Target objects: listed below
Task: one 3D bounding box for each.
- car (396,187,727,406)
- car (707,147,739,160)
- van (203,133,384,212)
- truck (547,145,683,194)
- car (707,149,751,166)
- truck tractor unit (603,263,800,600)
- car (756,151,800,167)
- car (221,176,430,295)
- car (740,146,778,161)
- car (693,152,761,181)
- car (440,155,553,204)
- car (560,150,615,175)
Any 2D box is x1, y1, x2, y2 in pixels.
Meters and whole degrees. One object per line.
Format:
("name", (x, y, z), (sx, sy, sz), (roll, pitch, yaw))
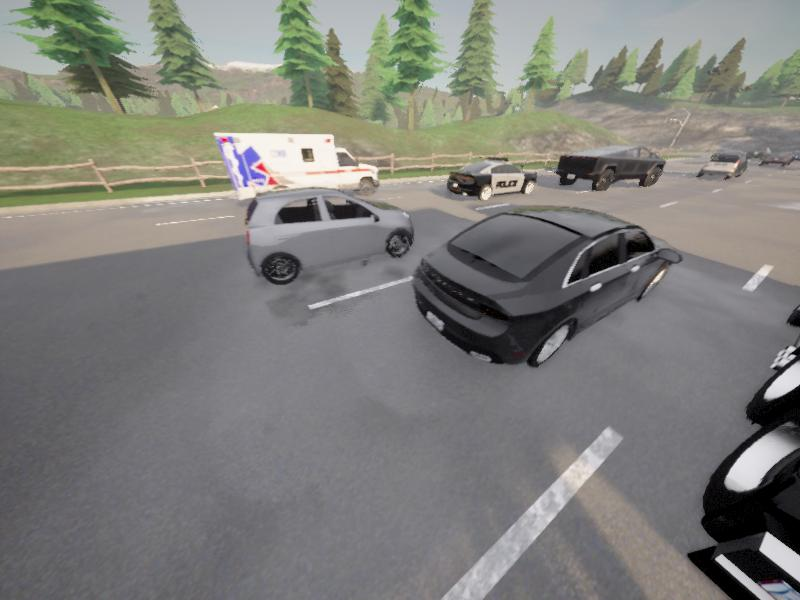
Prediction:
("car", (2.515, -0.641, 3.662), (4.892, 1.490, 1.837), (-18, 39, -25))
("car", (53.258, -24.170, 38.052), (4.514, 1.525, 2.007), (-20, 40, -27))
("van", (-4.102, -5.788, 10.188), (6.366, 2.431, 2.351), (-18, 39, -25))
("truck", (12.304, -7.695, 13.396), (6.274, 2.098, 2.390), (-12, 37, -17))
("car", (40.796, -17.712, 28.611), (5.008, 1.535, 1.882), (-18, 39, -25))
("truck tractor unit", (5.111, -0.298, 0.797), (6.516, 4.208, 3.053), (-18, 39, -24))
("car", (44.903, -16.682, 27.297), (5.357, 1.411, 2.033), (-18, 39, -24))
("car", (-1.422, -1.680, 5.089), (3.633, 1.501, 1.845), (-18, 39, -24))
("car", (54.950, -22.471, 35.389), (4.553, 1.767, 2.097), (-19, 39, -25))
("car", (25.124, -10.340, 17.769), (3.988, 1.617, 1.851), (-18, 39, -24))
("car", (4.705, -6.024, 11.310), (5.238, 1.638, 1.930), (-18, 39, -25))
("car", (16.365, -12.105, 20.219), (3.988, 1.617, 1.851), (-18, 39, -24))
